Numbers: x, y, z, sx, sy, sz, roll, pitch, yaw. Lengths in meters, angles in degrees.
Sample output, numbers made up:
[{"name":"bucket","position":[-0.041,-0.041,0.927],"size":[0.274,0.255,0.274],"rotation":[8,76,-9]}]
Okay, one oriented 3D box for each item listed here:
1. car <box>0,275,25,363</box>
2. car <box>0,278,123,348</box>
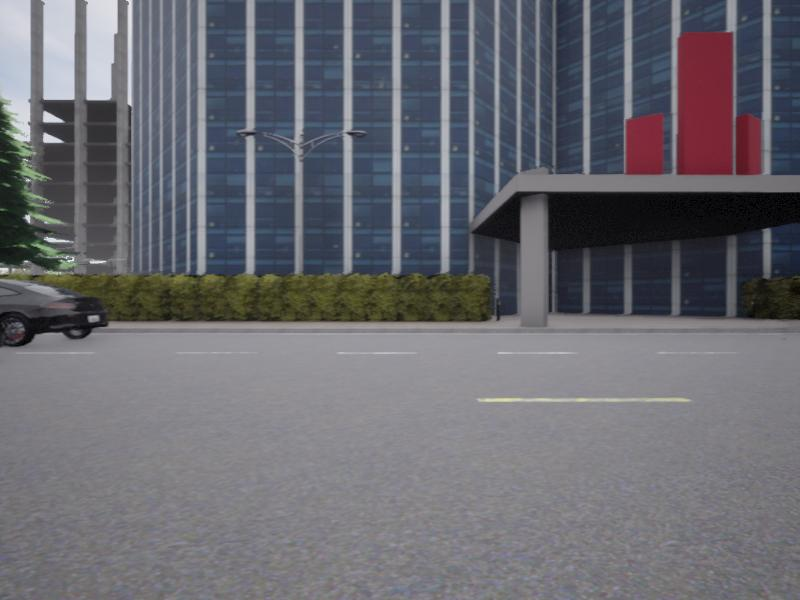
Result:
[{"name":"car","position":[-8.352,0.302,5.663],"size":[4.181,1.385,1.994],"rotation":[0,0,-1]},{"name":"car","position":[-9.304,0.264,9.149],"size":[4.674,1.442,1.812],"rotation":[0,0,0]}]
